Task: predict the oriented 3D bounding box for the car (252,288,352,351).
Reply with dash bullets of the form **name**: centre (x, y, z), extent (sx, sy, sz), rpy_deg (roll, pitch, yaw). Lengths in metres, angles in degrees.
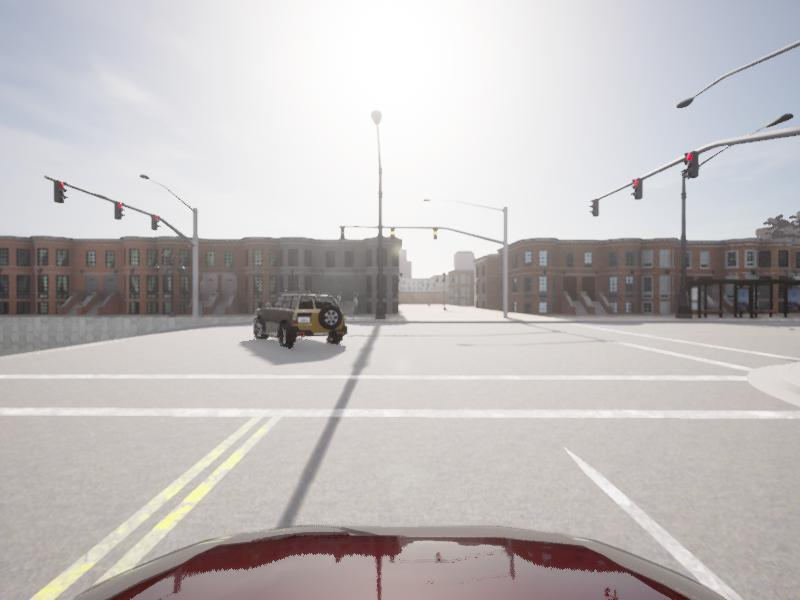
- **car**: centre (-3.677, 0.584, 14.314), extent (1.932, 1.855, 4.605), rpy_deg (2, 0, -35)
